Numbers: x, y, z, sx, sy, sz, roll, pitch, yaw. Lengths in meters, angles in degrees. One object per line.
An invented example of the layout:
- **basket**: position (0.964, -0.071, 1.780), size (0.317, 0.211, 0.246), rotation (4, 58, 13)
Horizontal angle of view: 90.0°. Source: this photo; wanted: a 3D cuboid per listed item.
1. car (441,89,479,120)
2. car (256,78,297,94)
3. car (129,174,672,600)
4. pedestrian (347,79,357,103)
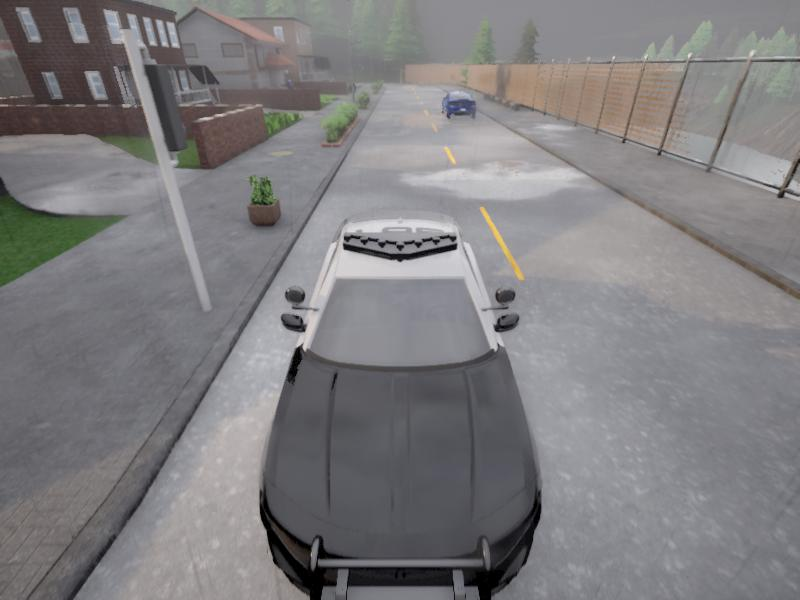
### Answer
- **car**: position (4.003, -13.468, 27.446), size (1.882, 1.535, 5.008), rotation (0, 30, 0)
- **car**: position (-13.274, -23.066, 43.141), size (3.633, 1.501, 1.845), rotation (0, 30, 0)
- **car**: position (0.002, 0.153, 4.098), size (1.930, 1.638, 5.238), rotation (0, 30, 0)
- **pedestrian**: position (-4.294, -18.811, 35.990), size (0.751, 1.860, 0.751), rotation (0, 30, 1)
